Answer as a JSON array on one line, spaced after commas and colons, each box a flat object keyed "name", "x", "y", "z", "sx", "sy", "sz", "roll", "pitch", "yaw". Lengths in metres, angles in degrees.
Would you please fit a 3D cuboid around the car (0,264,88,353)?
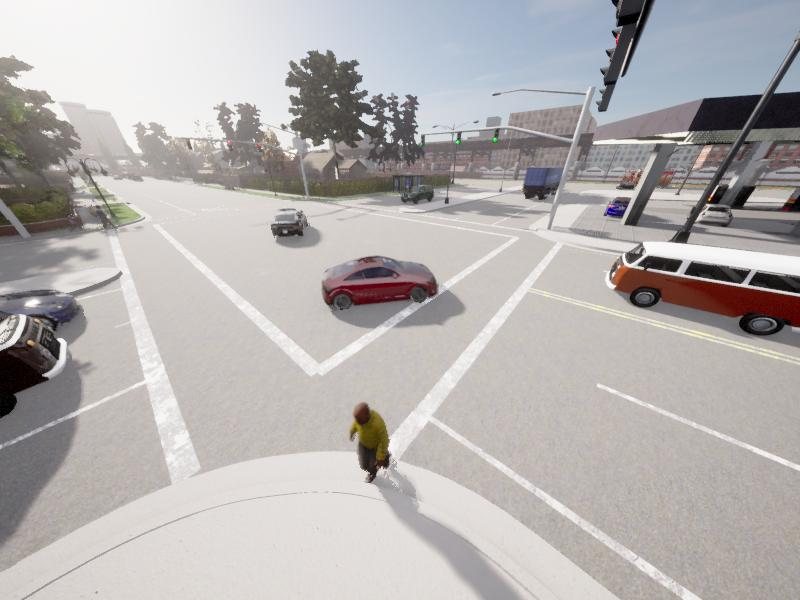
[{"name": "car", "x": -11.823, "y": 0.748, "z": 5.629, "sx": 2.163, "sy": 1.488, "sz": 4.792, "roll": 22, "pitch": 37, "yaw": 33}]

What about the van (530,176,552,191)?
[{"name": "van", "x": 30.004, "y": -24.882, "z": 49.076, "sx": 2.351, "sy": 2.431, "sz": 6.366, "roll": 22, "pitch": 37, "yaw": 34}]

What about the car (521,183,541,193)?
[{"name": "car", "x": 25.123, "y": -21.489, "z": 44.232, "sx": 2.033, "sy": 1.411, "sz": 5.357, "roll": 23, "pitch": 37, "yaw": 34}]

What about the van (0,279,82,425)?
[{"name": "van", "x": -9.089, "y": 1.624, "z": 3.556, "sx": 2.069, "sy": 2.038, "sz": 4.480, "roll": 22, "pitch": 37, "yaw": 34}]

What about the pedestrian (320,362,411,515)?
[{"name": "pedestrian", "x": -0.384, "y": 1.914, "z": 3.182, "sx": 0.751, "sy": 1.860, "sz": 0.751, "roll": 17, "pitch": 34, "yaw": 27}]

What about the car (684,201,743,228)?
[{"name": "car", "x": 25.999, "y": -7.245, "z": 19.370, "sx": 1.970, "sy": 1.475, "sz": 3.806, "roll": 23, "pitch": 37, "yaw": 34}]

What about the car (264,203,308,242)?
[{"name": "car", "x": -8.060, "y": -5.815, "z": 16.836, "sx": 1.930, "sy": 1.638, "sz": 5.238, "roll": -7, "pitch": 31, "yaw": -14}]

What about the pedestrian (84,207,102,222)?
[{"name": "pedestrian", "x": -26.013, "y": -7.297, "z": 19.607, "sx": 0.500, "sy": 1.100, "sz": 0.500, "roll": 24, "pitch": 38, "yaw": 35}]

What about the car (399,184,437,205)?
[{"name": "car", "x": 2.479, "y": -14.378, "z": 31.262, "sx": 2.150, "sy": 2.045, "sz": 5.566, "roll": 23, "pitch": 37, "yaw": 34}]

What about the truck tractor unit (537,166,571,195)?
[{"name": "truck tractor unit", "x": 27.723, "y": -21.547, "z": 41.503, "sx": 3.053, "sy": 4.208, "sz": 6.516, "roll": 23, "pitch": 37, "yaw": 34}]

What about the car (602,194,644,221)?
[{"name": "car", "x": 21.088, "y": -8.924, "z": 21.955, "sx": 2.242, "sy": 1.667, "sz": 4.611, "roll": 23, "pitch": 37, "yaw": 34}]

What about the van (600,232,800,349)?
[{"name": "van", "x": 9.670, "y": -0.596, "z": 7.398, "sx": 4.480, "sy": 2.038, "sz": 2.069, "roll": 21, "pitch": 36, "yaw": 32}]

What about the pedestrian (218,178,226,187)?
[{"name": "pedestrian", "x": -40.884, "y": -27.057, "z": 53.070, "sx": 0.751, "sy": 1.860, "sz": 0.751, "roll": 23, "pitch": 37, "yaw": 34}]

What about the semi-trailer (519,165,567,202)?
[{"name": "semi-trailer", "x": 22.681, "y": -18.584, "z": 36.175, "sx": 2.717, "sy": 4.402, "sz": 14.254, "roll": 23, "pitch": 37, "yaw": 33}]

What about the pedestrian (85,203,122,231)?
[{"name": "pedestrian", "x": -21.939, "y": -6.151, "z": 17.151, "sx": 0.751, "sy": 1.860, "sz": 0.751, "roll": -4, "pitch": 30, "yaw": -6}]

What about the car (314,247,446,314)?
[{"name": "car", "x": -0.734, "y": -0.837, "z": 8.488, "sx": 4.181, "sy": 1.385, "sz": 1.994, "roll": -6, "pitch": 30, "yaw": -10}]

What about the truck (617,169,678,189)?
[{"name": "truck", "x": 55.526, "y": -27.559, "z": 52.315, "sx": 8.468, "sy": 3.827, "sz": 2.891, "roll": 23, "pitch": 37, "yaw": 34}]

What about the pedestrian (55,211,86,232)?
[{"name": "pedestrian", "x": -23.472, "y": -5.598, "z": 16.459, "sx": 0.751, "sy": 1.300, "sz": 0.751, "roll": 18, "pitch": 35, "yaw": 28}]

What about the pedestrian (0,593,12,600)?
[{"name": "pedestrian", "x": -4.506, "y": 2.617, "z": 1.660, "sx": 0.751, "sy": 1.860, "sz": 0.751, "roll": -5, "pitch": 30, "yaw": -8}]
